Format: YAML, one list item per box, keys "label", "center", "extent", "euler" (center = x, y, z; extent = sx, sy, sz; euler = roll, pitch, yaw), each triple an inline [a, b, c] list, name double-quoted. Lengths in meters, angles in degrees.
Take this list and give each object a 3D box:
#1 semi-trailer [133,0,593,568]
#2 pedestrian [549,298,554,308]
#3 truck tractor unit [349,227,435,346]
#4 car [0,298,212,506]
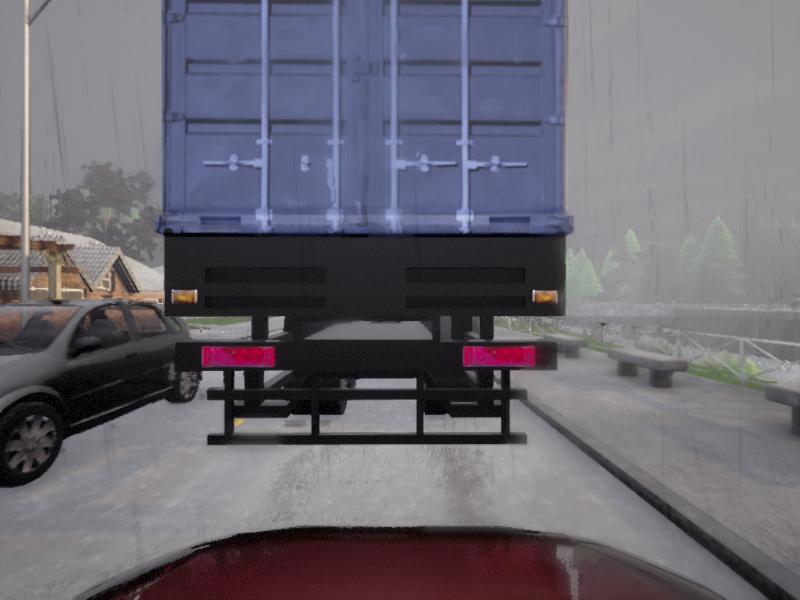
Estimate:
- label: "semi-trailer"
  center: [-0.257, -0.606, 9.496]
  extent: [2.717, 4.402, 14.254]
  euler: [0, 0, 0]
- label: "pedestrian"
  center: [28.354, 0.619, 74.827]
  extent: [0.751, 1.860, 0.751]
  euler: [0, 0, 9]
- label: "truck tractor unit"
  center: [-0.319, -0.503, 17.408]
  extent: [3.053, 4.208, 6.516]
  euler: [0, 0, -1]
- label: "car"
  center: [-4.067, 0.794, 4.752]
  extent: [1.851, 1.617, 3.988]
  euler: [0, 0, -1]
